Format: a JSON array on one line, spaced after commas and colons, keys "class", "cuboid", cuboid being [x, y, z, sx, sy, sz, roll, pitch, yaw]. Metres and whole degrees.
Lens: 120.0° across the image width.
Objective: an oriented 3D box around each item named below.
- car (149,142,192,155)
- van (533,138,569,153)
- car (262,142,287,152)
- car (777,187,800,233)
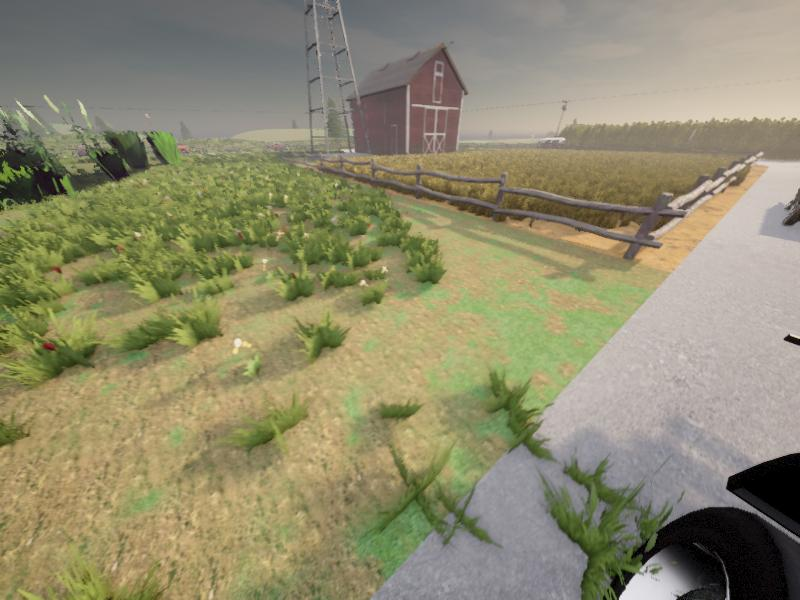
[{"class": "car", "cuboid": [-38.561, -25.673, 39.055, 4.553, 1.767, 2.097, -19, 39, -24]}, {"class": "van", "cuboid": [26.160, -27.027, 40.267, 2.069, 2.038, 4.480, -22, 41, -28]}, {"class": "car", "cuboid": [-24.732, -30.150, 45.575, 3.806, 1.475, 1.970, -18, 39, -24]}, {"class": "car", "cuboid": [13.466, -2.934, 6.841, 4.718, 1.301, 1.895, -22, 41, -28]}]
